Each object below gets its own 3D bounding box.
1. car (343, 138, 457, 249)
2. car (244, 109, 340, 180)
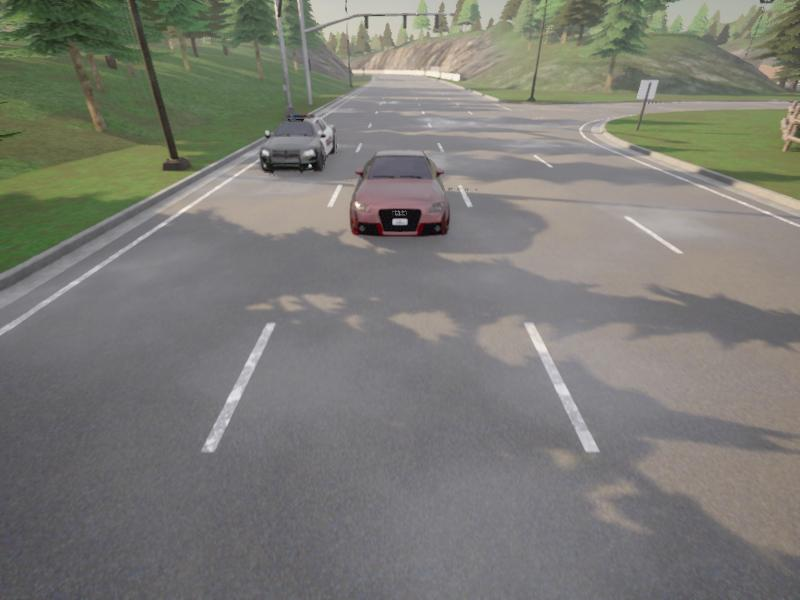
[{"bbox_3d":[-0.001,-2.628,9.124,1.994,1.385,4.181,0,30,0],"label":"car"},{"bbox_3d":[-3.504,-5.659,14.137,2.038,1.542,4.974,0,31,0],"label":"car"}]
